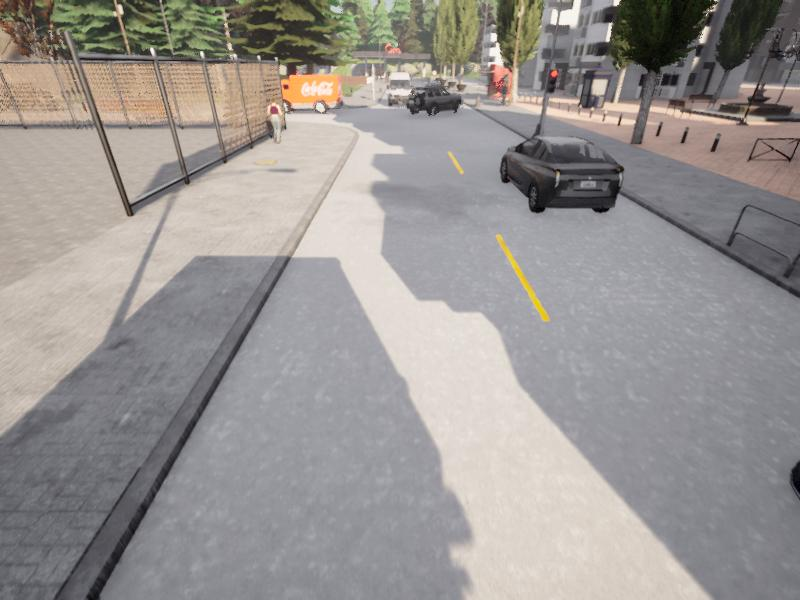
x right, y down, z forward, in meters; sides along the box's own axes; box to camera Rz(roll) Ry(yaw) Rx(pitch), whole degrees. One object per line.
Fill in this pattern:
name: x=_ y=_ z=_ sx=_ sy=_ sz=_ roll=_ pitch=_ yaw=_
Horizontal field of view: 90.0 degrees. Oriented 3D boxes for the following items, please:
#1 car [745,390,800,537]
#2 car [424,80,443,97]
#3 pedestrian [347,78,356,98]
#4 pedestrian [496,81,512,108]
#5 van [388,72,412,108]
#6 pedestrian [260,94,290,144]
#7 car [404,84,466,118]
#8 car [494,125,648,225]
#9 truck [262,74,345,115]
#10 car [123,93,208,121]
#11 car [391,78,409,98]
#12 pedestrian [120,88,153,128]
car: x=3.992 y=1.953 z=1.323 sx=1.994 sy=1.385 sz=4.181 roll=0 pitch=30 yaw=0
car: x=4.009 y=-25.711 z=48.545 sx=1.837 sy=1.490 sz=4.892 roll=0 pitch=31 yaw=0
pedestrian: x=-5.200 y=-22.764 z=42.859 sx=0.751 sy=1.860 sz=0.751 roll=-1 pitch=30 yaw=-3
pedestrian: x=8.458 y=-16.750 z=32.599 sx=0.751 sy=1.860 sz=0.751 roll=-6 pitch=31 yaw=-11
van: x=-0.004 y=-18.832 z=35.725 sx=1.988 sy=2.561 sz=5.915 roll=0 pitch=30 yaw=0
pedestrian: x=-5.300 y=-7.694 z=17.050 sx=0.751 sy=1.860 sz=0.751 roll=0 pitch=30 yaw=0
car: x=2.546 y=-14.353 z=28.723 sx=1.932 sy=1.855 sz=4.605 roll=26 pitch=39 yaw=36
car: x=4.023 y=-3.474 z=10.454 sx=2.007 sy=1.525 sz=4.514 roll=0 pitch=30 yaw=0
truck: x=-6.863 y=-14.994 z=29.186 sx=5.204 sy=2.467 sz=2.627 roll=-1 pitch=30 yaw=0
car: x=-15.229 y=-12.635 z=26.135 sx=4.193 sy=1.474 sz=1.816 roll=0 pitch=30 yaw=0
car: x=0.002 y=-23.727 z=44.745 sx=1.905 sy=1.878 sz=3.866 roll=0 pitch=30 yaw=0
pedestrian: x=-14.107 y=-10.297 z=21.483 sx=0.751 sy=1.860 sz=0.751 roll=0 pitch=30 yaw=0
